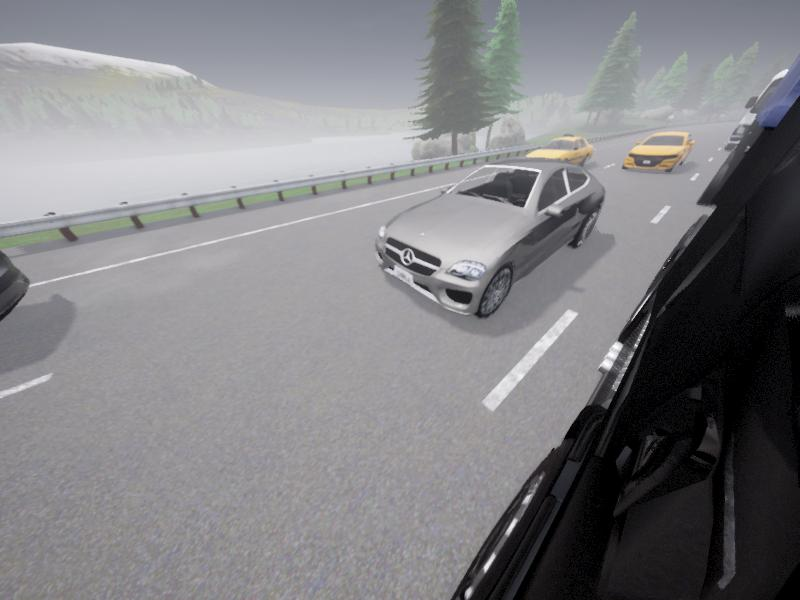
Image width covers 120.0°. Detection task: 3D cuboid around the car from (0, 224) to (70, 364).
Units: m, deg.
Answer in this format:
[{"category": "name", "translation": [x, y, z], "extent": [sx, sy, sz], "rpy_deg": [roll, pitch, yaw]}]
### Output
[{"category": "car", "translation": [-7.176, 0.554, 2.038], "extent": [4.514, 1.525, 2.007], "rpy_deg": [-28, 44, -30]}]

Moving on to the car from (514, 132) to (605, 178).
[{"category": "car", "translation": [8.537, -7.837, 12.273], "extent": [5.366, 1.575, 1.801], "rpy_deg": [-28, 44, -30]}]

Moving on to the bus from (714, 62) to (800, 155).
[{"category": "bus", "translation": [26.613, -12.989, 15.881], "extent": [10.273, 4.253, 3.944], "rpy_deg": [-28, 44, -30]}]

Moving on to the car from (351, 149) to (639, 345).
[{"category": "car", "translation": [1.954, -1.601, 4.308], "extent": [5.027, 1.651, 2.152], "rpy_deg": [-28, 44, -30]}]

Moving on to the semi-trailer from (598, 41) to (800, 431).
[{"category": "semi-trailer", "translation": [8.706, -3.589, 4.236], "extent": [14.254, 4.402, 2.717], "rpy_deg": [-28, 44, -30]}]

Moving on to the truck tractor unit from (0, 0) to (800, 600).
[{"category": "truck tractor unit", "translation": [2.645, -0.295, 0.352], "extent": [6.516, 4.208, 3.053], "rpy_deg": [-28, 44, -30]}]

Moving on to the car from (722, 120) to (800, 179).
[{"category": "car", "translation": [16.774, -6.822, 10.273], "extent": [4.553, 1.767, 2.097], "rpy_deg": [-28, 44, -30]}]

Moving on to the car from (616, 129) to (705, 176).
[{"category": "car", "translation": [13.245, -7.581, 11.701], "extent": [5.008, 1.535, 1.882], "rpy_deg": [-28, 44, -30]}]

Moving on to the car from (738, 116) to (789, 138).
[{"category": "car", "translation": [38.730, -18.519, 24.701], "extent": [4.611, 1.667, 2.242], "rpy_deg": [-29, 44, -30]}]
